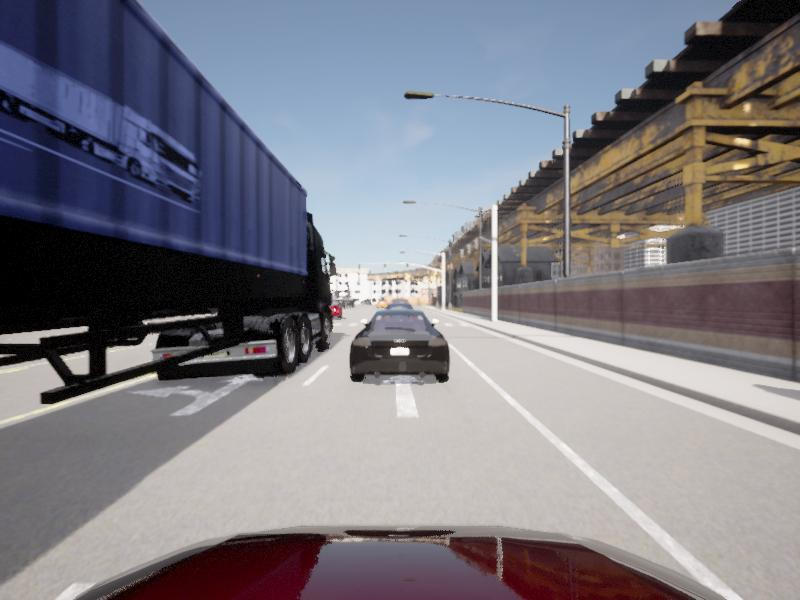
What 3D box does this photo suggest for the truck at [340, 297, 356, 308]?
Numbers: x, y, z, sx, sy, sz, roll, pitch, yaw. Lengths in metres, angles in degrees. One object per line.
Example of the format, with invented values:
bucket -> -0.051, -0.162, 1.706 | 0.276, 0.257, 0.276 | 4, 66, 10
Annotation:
truck -> -10.518, 0.512, 80.699 | 2.390, 2.098, 6.274 | 0, 0, 0

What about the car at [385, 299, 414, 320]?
car -> -0.011, 0.744, 33.316 | 2.242, 1.667, 4.611 | 0, 0, 0

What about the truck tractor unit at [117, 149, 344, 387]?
truck tractor unit -> -3.610, -0.560, 10.692 | 3.053, 4.208, 6.516 | -4, -1, -1

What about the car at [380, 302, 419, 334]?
car -> -0.010, 0.863, 20.773 | 1.812, 1.442, 4.674 | 0, 0, 0

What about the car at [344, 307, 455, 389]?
car -> -0.007, 0.904, 9.301 | 1.994, 1.385, 4.181 | 0, 0, 0

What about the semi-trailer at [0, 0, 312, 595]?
semi-trailer -> -3.490, -0.639, 2.748 | 2.717, 4.402, 14.254 | 0, 0, 0

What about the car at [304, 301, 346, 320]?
car -> -6.579, 0.839, 34.746 | 2.163, 1.488, 4.792 | 0, 0, -29
